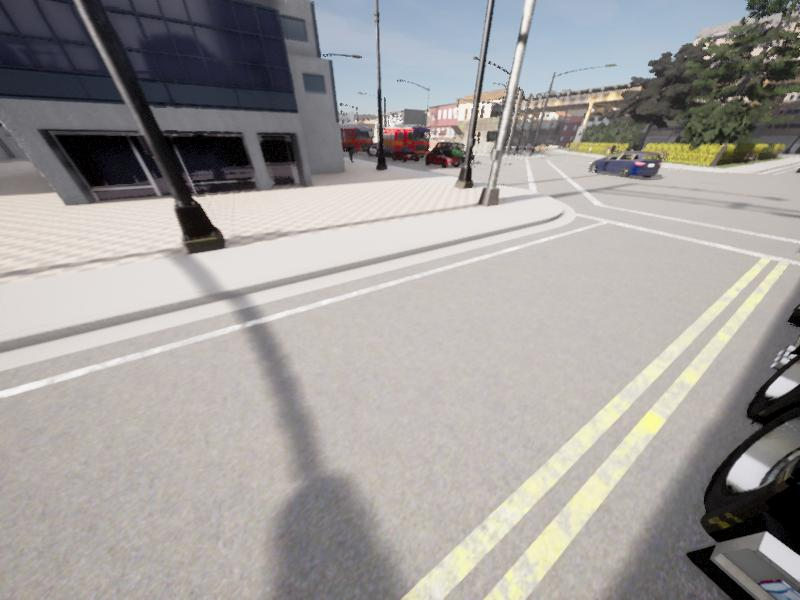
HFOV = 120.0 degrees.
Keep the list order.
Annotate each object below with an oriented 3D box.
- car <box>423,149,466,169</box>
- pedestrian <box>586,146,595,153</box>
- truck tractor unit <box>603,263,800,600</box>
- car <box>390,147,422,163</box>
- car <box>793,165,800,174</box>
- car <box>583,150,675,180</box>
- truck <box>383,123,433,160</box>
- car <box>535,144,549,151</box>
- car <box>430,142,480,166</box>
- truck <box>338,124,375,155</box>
[{"bbox_3d":[4.291,-14.179,23.092,1.816,1.474,4.193,-18,39,-25],"label":"car"},{"bbox_3d":[39.833,-31.501,48.307,0.751,1.300,0.751,13,37,18],"label":"pedestrian"},{"bbox_3d":[5.108,-0.302,0.792,6.516,4.208,3.053,-18,39,-24],"label":"truck tractor unit"},{"bbox_3d":[0.685,-17.653,28.090,1.994,1.385,4.181,-18,39,-24],"label":"car"},{"bbox_3d":[38.277,-12.296,20.674,5.027,1.651,2.152,-18,39,-24],"label":"car"},{"bbox_3d":[17.636,-10.782,18.244,2.242,1.667,4.611,-3,35,-6],"label":"car"},{"bbox_3d":[0.798,-22.678,33.013,2.891,3.827,8.468,-18,40,-25],"label":"truck"},{"bbox_3d":[38.808,-41.857,63.252,1.801,1.575,5.366,9,35,12],"label":"car"},{"bbox_3d":[6.010,-16.736,26.264,2.150,2.045,5.566,-18,39,-25],"label":"car"},{"bbox_3d":[-7.341,-26.741,38.394,2.891,3.827,8.468,-18,40,-25],"label":"truck"}]
